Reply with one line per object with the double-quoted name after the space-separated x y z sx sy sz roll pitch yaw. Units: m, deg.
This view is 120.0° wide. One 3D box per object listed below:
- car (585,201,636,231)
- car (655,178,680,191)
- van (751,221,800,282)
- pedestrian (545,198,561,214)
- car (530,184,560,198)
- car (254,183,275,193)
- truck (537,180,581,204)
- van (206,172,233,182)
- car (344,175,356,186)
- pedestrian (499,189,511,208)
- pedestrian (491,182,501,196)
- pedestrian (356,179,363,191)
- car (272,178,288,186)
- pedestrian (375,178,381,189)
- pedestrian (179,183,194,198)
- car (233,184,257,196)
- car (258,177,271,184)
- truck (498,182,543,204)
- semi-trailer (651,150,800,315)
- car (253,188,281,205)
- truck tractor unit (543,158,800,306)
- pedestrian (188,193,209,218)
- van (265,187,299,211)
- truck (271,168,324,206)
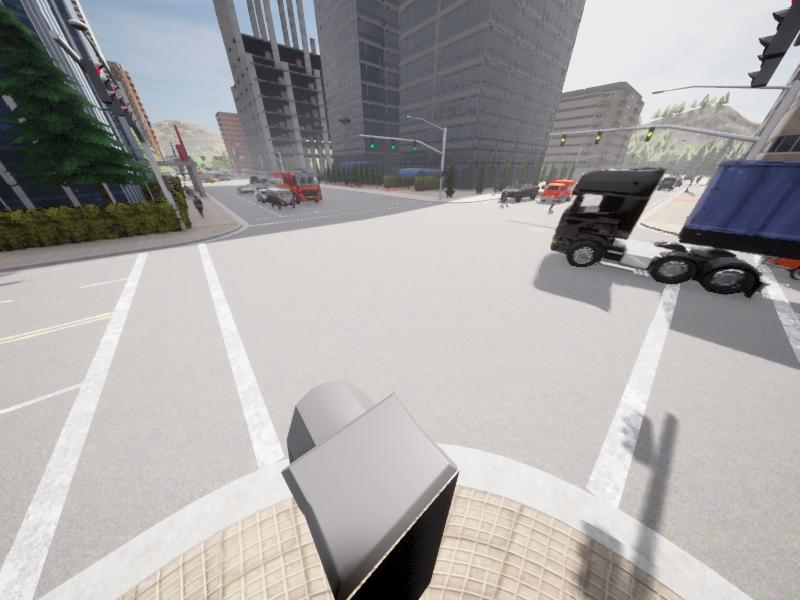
16.427 -6.808 18.354 1.812 1.442 4.674 14 33 23 "car"
52.924 -22.926 45.669 5.566 2.045 2.150 -23 37 -34 "car"
17.397 -1.428 8.494 1.775 1.987 4.442 -23 37 -34 "van"
14.878 -9.148 22.502 0.751 1.300 0.751 -16 33 -25 "pedestrian"
22.174 -16.670 35.304 5.366 1.575 1.801 -22 37 -34 "car"
-24.546 -20.318 41.826 1.994 1.385 4.181 -23 37 -34 "car"
20.639 -14.160 30.062 5.204 2.467 2.627 -23 37 -34 "truck"
-55.432 -37.825 70.939 5.915 2.561 1.988 -23 37 -34 "van"
-11.925 -28.857 55.608 2.390 2.098 6.274 -5 30 -9 "car"
11.764 -11.422 25.881 0.751 1.860 0.751 19 35 30 "pedestrian"
14.476 -16.812 34.911 0.751 1.860 0.751 -18 34 -28 "pedestrian"
-7.325 -20.869 41.939 0.751 1.860 0.751 -21 36 -32 "pedestrian"
-28.828 -28.258 55.453 1.837 1.490 4.892 -23 37 -34 "car"
-4.302 -23.172 45.922 0.751 1.860 0.751 17 34 27 "pedestrian"
-30.266 -15.557 32.738 0.751 1.860 0.751 20 35 30 "pedestrian"
-25.823 -18.381 38.448 2.033 1.411 5.357 -23 37 -34 "car"
-38.033 -33.671 64.788 1.882 1.535 5.008 -23 37 -34 "car"
16.129 -14.403 30.853 6.274 2.098 2.390 -22 37 -33 "truck"
15.975 -0.523 4.494 2.717 4.402 14.254 -25 38 -36 "semi-trailer"
-17.092 -13.309 29.581 1.970 1.475 3.806 -23 37 -34 "car"
10.374 -3.216 9.359 6.516 4.208 3.053 21 36 32 "truck tractor unit"
-17.223 -8.051 19.737 0.751 1.860 0.751 -22 37 -33 "pedestrian"
-13.002 -11.136 25.307 1.775 1.987 4.442 -23 37 -34 "van"
-13.322 -14.808 29.830 2.891 3.827 8.468 -23 37 -34 "truck"
